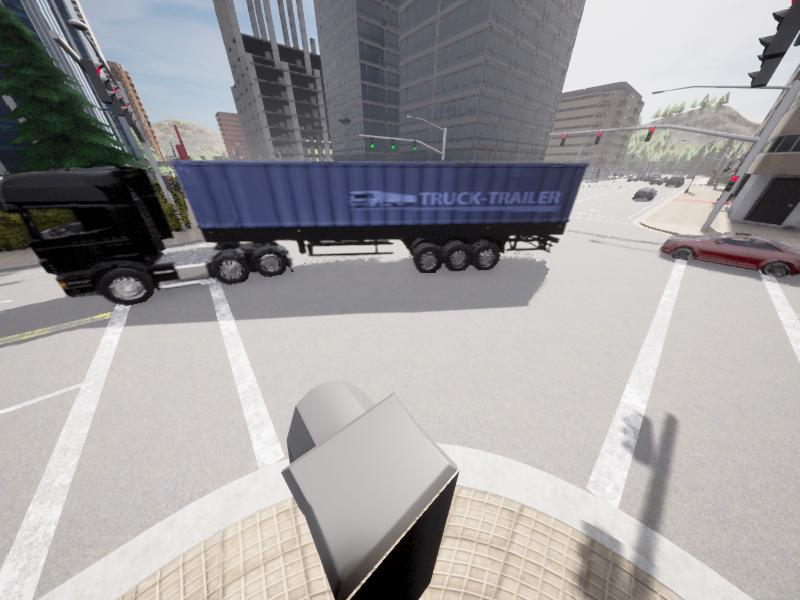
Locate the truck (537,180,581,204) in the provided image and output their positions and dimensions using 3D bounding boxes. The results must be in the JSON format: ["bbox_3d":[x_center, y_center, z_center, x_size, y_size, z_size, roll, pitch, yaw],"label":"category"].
[{"bbox_3d":[20.639,-14.160,30.062,5.204,2.467,2.627,-23,37,-34],"label":"truck"}]

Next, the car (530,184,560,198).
[{"bbox_3d":[22.172,-16.671,35.301,5.366,1.575,1.801,-22,37,-33],"label":"car"}]

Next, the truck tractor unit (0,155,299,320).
[{"bbox_3d":[-7.869,-2.709,8.473,6.516,4.208,3.053,-17,34,-27],"label":"truck tractor unit"}]

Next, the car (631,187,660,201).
[{"bbox_3d":[34.757,-15.061,32.648,4.674,1.442,1.812,-23,37,-34],"label":"car"}]

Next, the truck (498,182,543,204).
[{"bbox_3d":[16.129,-14.403,30.853,6.274,2.098,2.390,-22,37,-33],"label":"truck"}]

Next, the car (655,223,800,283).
[{"bbox_3d":[15.296,-2.390,10.778,1.994,1.385,4.181,-23,37,-34],"label":"car"}]

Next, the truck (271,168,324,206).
[{"bbox_3d":[-13.322,-14.808,29.830,2.891,3.827,8.468,-23,37,-34],"label":"truck"}]

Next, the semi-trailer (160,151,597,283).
[{"bbox_3d":[-0.274,-3.604,9.808,14.254,4.402,2.717,-3,29,-5],"label":"semi-trailer"}]
